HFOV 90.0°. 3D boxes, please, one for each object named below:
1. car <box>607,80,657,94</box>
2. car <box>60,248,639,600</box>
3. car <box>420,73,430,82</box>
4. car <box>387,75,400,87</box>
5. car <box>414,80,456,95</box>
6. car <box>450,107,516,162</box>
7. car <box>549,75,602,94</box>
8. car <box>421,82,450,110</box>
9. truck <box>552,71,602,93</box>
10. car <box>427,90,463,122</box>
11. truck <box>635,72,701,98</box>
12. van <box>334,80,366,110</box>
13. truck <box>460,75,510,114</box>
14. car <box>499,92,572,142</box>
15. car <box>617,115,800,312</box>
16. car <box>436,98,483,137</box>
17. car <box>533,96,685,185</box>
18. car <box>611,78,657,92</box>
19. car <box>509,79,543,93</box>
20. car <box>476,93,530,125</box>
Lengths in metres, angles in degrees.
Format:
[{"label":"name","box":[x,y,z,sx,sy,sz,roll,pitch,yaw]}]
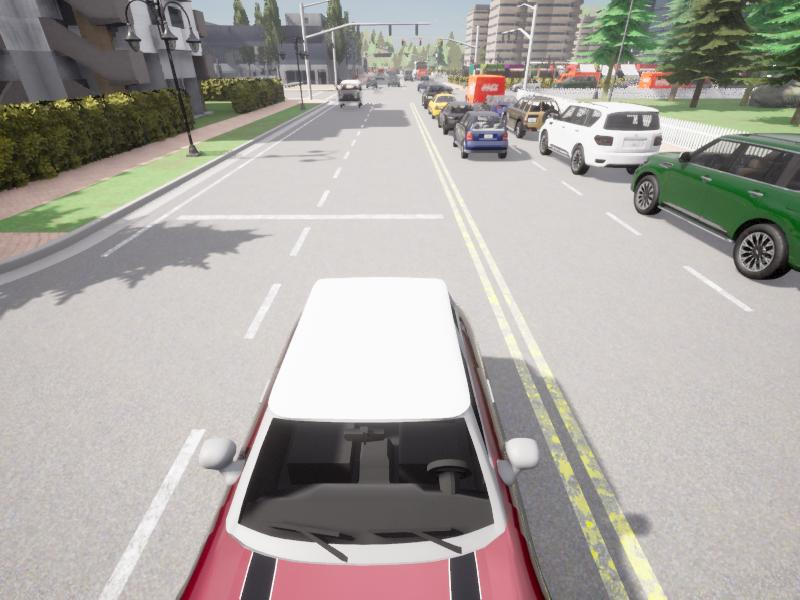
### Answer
[{"label":"car","box":[29.863,-27.541,51.689,4.974,1.542,2.038,-1,30,-2]},{"label":"car","box":[-0.172,1.065,2.755,1.970,1.475,3.806,0,30,0]},{"label":"car","box":[5.613,-51.022,91.790,1.930,1.638,5.238,0,30,-1]},{"label":"car","box":[-1.075,-37.604,68.657,2.097,1.767,4.553,0,30,-1]},{"label":"car","box":[4.432,-26.863,50.569,4.792,1.488,2.163,20,36,30]},{"label":"car","box":[3.140,-6.677,15.918,1.789,1.549,3.705,0,30,-1]},{"label":"car","box":[22.417,-27.627,51.321,5.566,2.045,2.150,-1,30,-2]},{"label":"car","box":[2.902,-17.076,33.407,1.932,1.855,4.605,0,30,-1]},{"label":"truck","box":[23.856,-29.599,54.290,5.204,2.467,2.627,-1,30,-2]},{"label":"car","box":[2.983,-13.395,27.399,1.801,1.575,5.366,0,30,-1]},{"label":"truck","box":[30.318,-24.450,45.459,5.204,2.467,2.627,-1,30,-2]},{"label":"van","box":[-4.101,-17.211,33.485,2.069,2.038,4.480,0,30,-1]},{"label":"truck","box":[6.430,-16.073,31.105,2.627,2.467,5.204,0,30,-1]},{"label":"car","box":[6.582,-9.310,20.107,1.932,1.855,4.605,0,30,-1]},{"label":"car","box":[6.757,-2.045,7.497,2.150,2.045,5.566,0,30,-1]},{"label":"car","box":[3.064,-9.829,21.395,1.816,1.474,4.193,0,30,-1]},{"label":"car","box":[6.666,-5.727,13.804,2.150,2.045,5.566,0,30,-1]},{"label":"car","box":[31.958,-29.396,54.752,4.856,1.649,2.033,-1,30,-2]},{"label":"car","box":[17.067,-29.143,54.351,3.988,1.617,1.851,0,30,0]},{"label":"car","box":[6.505,-12.431,25.847,2.163,1.488,4.792,0,30,-1]}]
